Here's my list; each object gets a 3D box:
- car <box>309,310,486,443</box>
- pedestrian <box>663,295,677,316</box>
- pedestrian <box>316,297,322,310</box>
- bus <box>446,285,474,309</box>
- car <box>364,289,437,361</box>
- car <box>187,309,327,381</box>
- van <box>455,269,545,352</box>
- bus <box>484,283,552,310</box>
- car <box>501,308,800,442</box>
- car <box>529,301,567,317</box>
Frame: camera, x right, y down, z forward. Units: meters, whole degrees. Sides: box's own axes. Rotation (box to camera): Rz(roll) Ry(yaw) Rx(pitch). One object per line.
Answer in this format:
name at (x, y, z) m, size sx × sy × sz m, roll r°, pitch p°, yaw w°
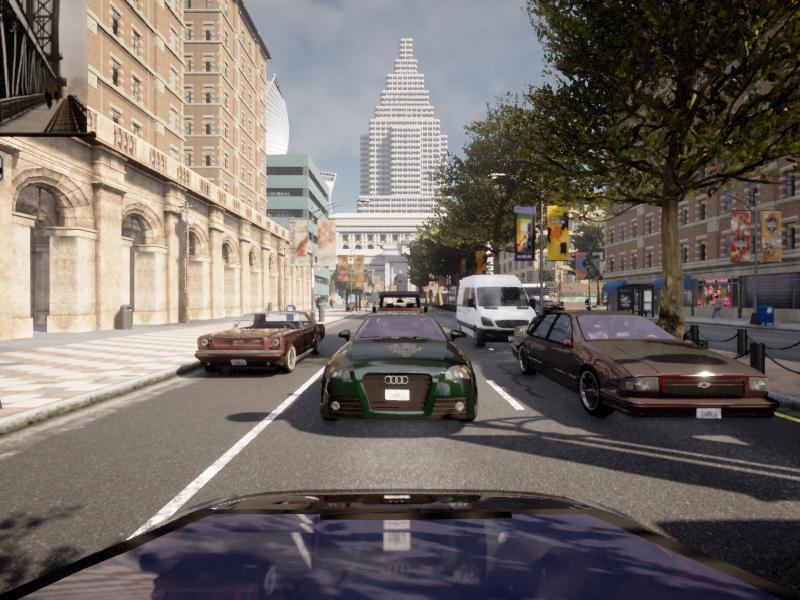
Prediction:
car at (0.010, 0.908, 6.581) m, size 1.994 × 1.385 × 4.181 m, roll 0°, pitch 0°, yaw 1°
pedestrian at (24.818, 0.486, 36.753) m, size 0.751 × 1.860 × 0.751 m, roll 0°, pitch 0°, yaw 2°
pedestrian at (-11.317, 0.486, 56.060) m, size 0.751 × 1.860 × 0.751 m, roll 0°, pitch 0°, yaw -8°
bus at (11.402, -0.537, 77.690) m, size 3.944 × 4.253 × 10.273 m, roll 0°, pitch 0°, yaw 0°
car at (0.002, 0.646, 12.323) m, size 1.905 × 1.878 × 3.866 m, roll 0°, pitch 0°, yaw 0°
car at (-3.246, 0.939, 10.223) m, size 1.895 × 1.301 × 4.718 m, roll 0°, pitch 0°, yaw 0°
van at (3.503, 0.323, 15.361) m, size 1.988 × 2.561 × 5.915 m, roll 0°, pitch 0°, yaw 0°
bus at (19.716, -0.537, 67.554) m, size 10.273 × 4.253 × 3.944 m, roll 0°, pitch 0°, yaw 38°
car at (3.501, 0.895, 7.189) m, size 2.033 × 1.411 × 5.357 m, roll 0°, pitch 0°, yaw 0°
car at (15.013, 0.827, 40.968) m, size 2.038 × 1.542 × 4.974 m, roll 0°, pitch 0°, yaw 0°
